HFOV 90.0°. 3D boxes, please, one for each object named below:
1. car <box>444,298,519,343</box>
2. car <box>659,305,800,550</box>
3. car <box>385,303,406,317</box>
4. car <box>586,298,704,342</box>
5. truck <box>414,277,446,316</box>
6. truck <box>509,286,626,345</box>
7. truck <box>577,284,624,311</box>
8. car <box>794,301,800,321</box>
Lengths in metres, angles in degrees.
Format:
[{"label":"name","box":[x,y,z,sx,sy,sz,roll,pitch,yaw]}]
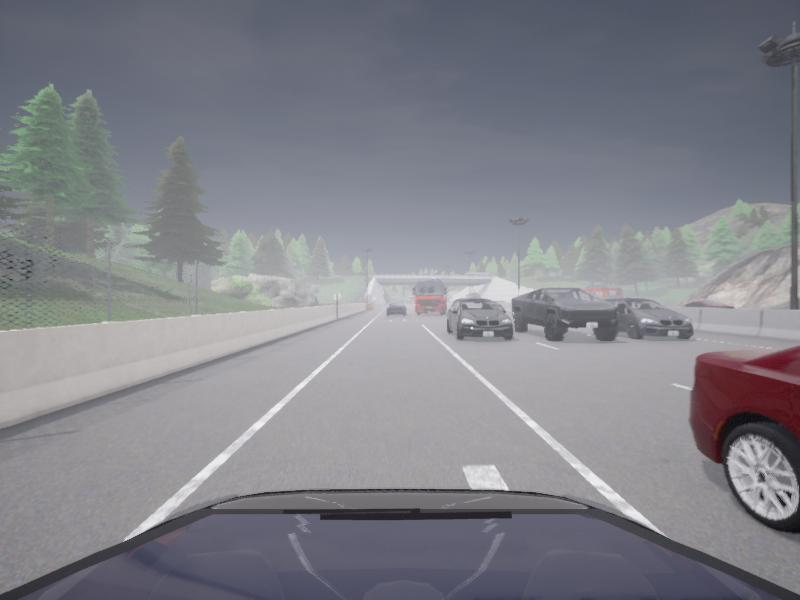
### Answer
[{"label":"car","box":[3.281,0.757,17.237,2.242,1.667,4.611,0,0,-1]},{"label":"car","box":[3.493,0.819,1.404,1.882,1.535,5.008,0,0,-1]},{"label":"car","box":[-0.359,0.955,39.573,1.895,1.301,4.718,0,0,1]},{"label":"car","box":[10.283,0.749,17.360,2.242,1.667,4.611,0,0,-1]},{"label":"truck","box":[3.420,-0.313,43.200,2.891,3.827,8.468,0,0,8]},{"label":"truck","box":[6.781,0.539,17.310,2.390,2.098,6.274,0,0,-1]},{"label":"truck","box":[30.699,-0.340,61.844,2.891,3.827,8.468,0,0,-1]},{"label":"car","box":[31.133,0.824,28.536,1.816,1.474,4.193,0,0,-1]}]
